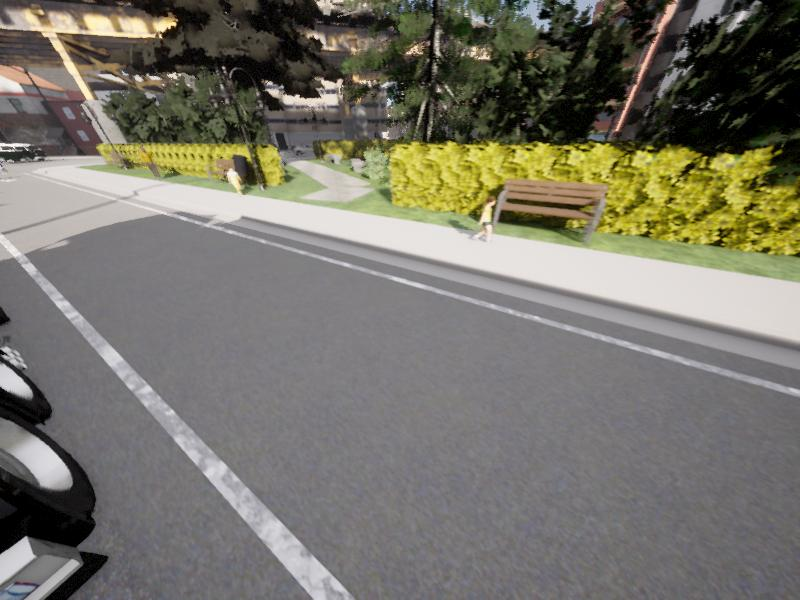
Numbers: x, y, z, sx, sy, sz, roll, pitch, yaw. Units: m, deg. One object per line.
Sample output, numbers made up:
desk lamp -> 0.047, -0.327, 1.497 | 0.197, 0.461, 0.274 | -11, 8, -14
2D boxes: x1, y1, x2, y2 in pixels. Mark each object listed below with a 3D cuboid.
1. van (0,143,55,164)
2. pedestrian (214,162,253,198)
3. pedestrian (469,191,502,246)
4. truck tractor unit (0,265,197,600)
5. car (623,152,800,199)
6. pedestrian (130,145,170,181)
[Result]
van -> -48.067, -18.446, 29.055 | 4.480, 2.038, 2.069 | -9, 36, -12
pedestrian -> -7.277, -5.273, 10.141 | 0.751, 1.300, 0.751 | 22, 41, 28
pedestrian -> 1.969, -1.904, 5.403 | 0.500, 1.100, 0.500 | 8, 36, 12
truck tractor unit -> -5.116, -0.293, 0.785 | 6.516, 4.208, 3.053 | 18, 39, 24
car -> 14.955, -6.476, 11.704 | 2.163, 1.488, 4.792 | -9, 36, -12
pedestrian -> -15.458, -8.486, 14.329 | 0.751, 1.860, 0.751 | 18, 39, 25
